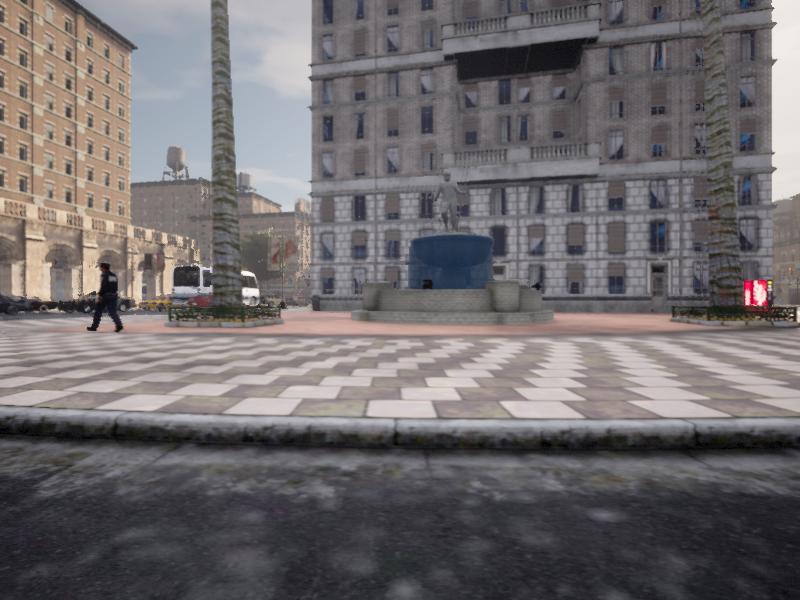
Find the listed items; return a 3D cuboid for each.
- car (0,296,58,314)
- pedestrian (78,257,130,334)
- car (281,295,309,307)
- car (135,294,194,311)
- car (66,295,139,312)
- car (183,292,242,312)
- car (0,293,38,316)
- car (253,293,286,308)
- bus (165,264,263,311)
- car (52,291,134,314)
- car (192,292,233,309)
[{"bbox_3d":[-28.313,0.347,29.386,1.895,1.301,4.718,0,0,12],"label":"car"},{"bbox_3d":[-7.474,-0.113,10.130,0.751,1.860,0.751,0,0,13],"label":"pedestrian"},{"bbox_3d":[-15.361,0.168,58.694,2.242,1.667,4.611,0,0,9],"label":"car"},{"bbox_3d":[-22.760,0.207,38.984,1.801,1.575,5.366,0,0,12],"label":"car"},{"bbox_3d":[-26.858,0.300,36.434,2.033,1.411,5.357,0,0,12],"label":"car"},{"bbox_3d":[-16.375,0.186,35.298,2.152,1.651,5.027,0,0,12],"label":"car"},{"bbox_3d":[-25.782,0.297,24.349,2.033,1.411,5.357,0,0,12],"label":"car"},{"bbox_3d":[-16.691,0.062,51.381,1.932,1.855,4.605,0,0,11],"label":"car"},{"bbox_3d":[-18.762,-1.127,41.618,3.944,4.253,10.273,0,0,12],"label":"bus"},{"bbox_3d":[-24.223,0.175,31.890,1.930,1.638,5.238,0,0,12],"label":"car"},{"bbox_3d":[-21.352,0.060,45.861,1.932,1.855,4.605,0,0,11],"label":"car"}]
